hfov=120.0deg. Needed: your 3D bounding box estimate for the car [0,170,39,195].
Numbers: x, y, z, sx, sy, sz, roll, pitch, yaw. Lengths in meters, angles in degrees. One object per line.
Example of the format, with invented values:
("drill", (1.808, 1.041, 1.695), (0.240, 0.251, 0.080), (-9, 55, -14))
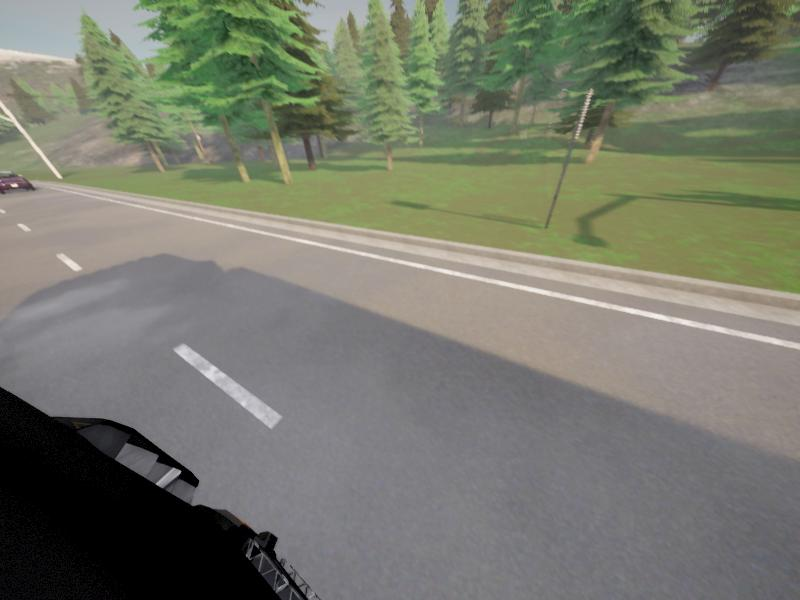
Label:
("car", (-32.629, -9.864, 19.265), (4.193, 1.474, 1.816), (16, 39, 25))
